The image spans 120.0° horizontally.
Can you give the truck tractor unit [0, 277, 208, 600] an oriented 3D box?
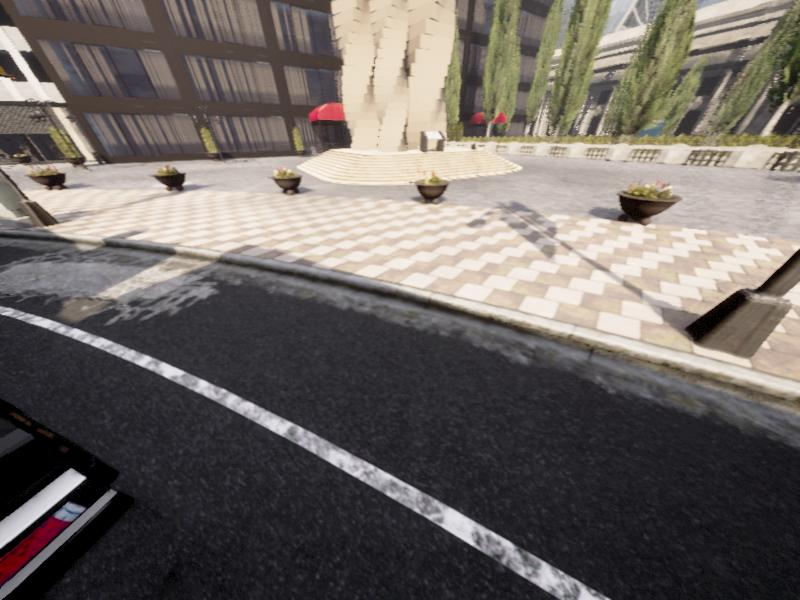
[{"bbox_3d":[-5.272,-0.095,0.513,6.516,4.208,3.053,11,37,16],"label":"truck tractor unit"}]
